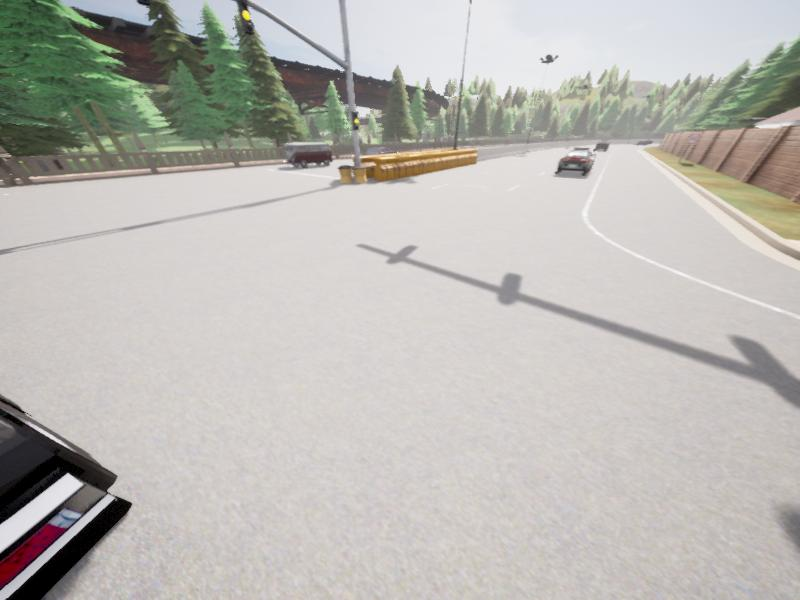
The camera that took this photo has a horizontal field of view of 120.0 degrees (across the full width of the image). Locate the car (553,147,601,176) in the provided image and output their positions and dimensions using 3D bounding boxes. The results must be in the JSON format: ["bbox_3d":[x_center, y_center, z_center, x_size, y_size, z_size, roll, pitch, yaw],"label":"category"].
[{"bbox_3d":[13.416,-10.540,17.418,2.038,1.542,4.974,24,42,30],"label":"car"}]

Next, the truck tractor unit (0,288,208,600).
[{"bbox_3d":[-5.257,-0.118,0.535,6.516,4.208,3.053,12,37,17],"label":"truck tractor unit"}]

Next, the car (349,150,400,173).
[{"bbox_3d":[-2.056,-12.001,19.871,1.994,1.385,4.181,24,42,30],"label":"car"}]

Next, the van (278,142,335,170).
[{"bbox_3d":[-8.741,-13.818,22.016,1.775,1.987,4.442,24,42,30],"label":"van"}]

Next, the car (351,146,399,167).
[{"bbox_3d":[-2.423,-15.079,24.128,2.128,1.511,4.902,24,42,30],"label":"car"}]
